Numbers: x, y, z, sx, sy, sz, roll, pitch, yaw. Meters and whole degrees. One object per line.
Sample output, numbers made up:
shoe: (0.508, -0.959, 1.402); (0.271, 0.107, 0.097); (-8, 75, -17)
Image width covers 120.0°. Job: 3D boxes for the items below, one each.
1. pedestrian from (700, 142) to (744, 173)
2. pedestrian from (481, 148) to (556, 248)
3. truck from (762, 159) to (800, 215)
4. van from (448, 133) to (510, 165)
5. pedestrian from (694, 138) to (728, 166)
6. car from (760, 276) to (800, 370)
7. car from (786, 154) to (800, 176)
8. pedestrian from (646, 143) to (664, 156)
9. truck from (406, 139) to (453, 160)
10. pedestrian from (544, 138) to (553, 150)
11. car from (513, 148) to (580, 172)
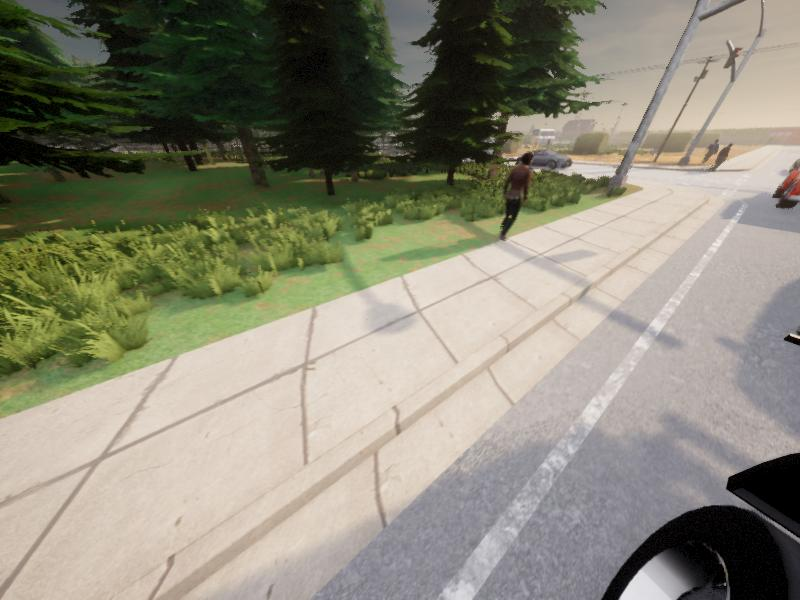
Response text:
pedestrian: (22.723, -10.080, 16.372); (0.751, 1.860, 0.751); (3, 35, 5)
pedestrian: (2.557, -2.261, 5.168); (0.751, 1.860, 0.751); (-23, 41, -28)
truck: (16.006, -4.502, 8.020); (5.204, 2.467, 2.627); (-22, 41, -28)
van: (8.039, -16.047, 24.424); (1.988, 2.561, 5.915); (-22, 40, -27)
pedestrian: (25.618, -12.210, 19.082); (0.751, 1.860, 0.751); (22, 41, 28)
car: (7.175, -0.153, 2.752); (4.902, 1.511, 2.128); (-19, 39, -25)
car: (28.632, -9.314, 15.680); (4.181, 1.385, 1.994); (-24, 42, -30)
pedestrian: (31.537, -18.609, 28.582); (0.751, 1.300, 0.751); (-8, 36, -10)
truck: (3.595, -19.601, 29.877); (2.390, 2.098, 6.274); (-22, 40, -27)
pedestrian: (27.648, -29.134, 43.036); (0.751, 1.860, 0.751); (-1, 35, 0)
car: (12.283, -12.030, 19.710); (1.994, 1.385, 4.181); (-22, 41, -27)
